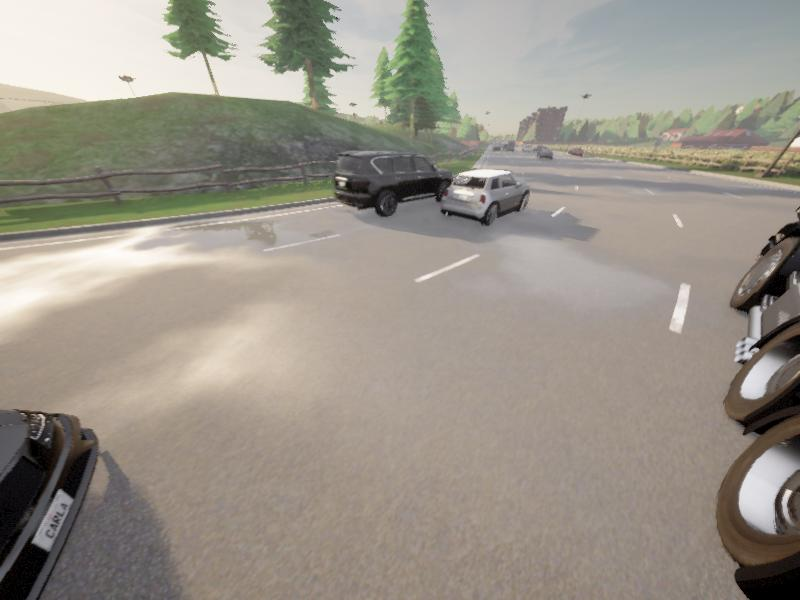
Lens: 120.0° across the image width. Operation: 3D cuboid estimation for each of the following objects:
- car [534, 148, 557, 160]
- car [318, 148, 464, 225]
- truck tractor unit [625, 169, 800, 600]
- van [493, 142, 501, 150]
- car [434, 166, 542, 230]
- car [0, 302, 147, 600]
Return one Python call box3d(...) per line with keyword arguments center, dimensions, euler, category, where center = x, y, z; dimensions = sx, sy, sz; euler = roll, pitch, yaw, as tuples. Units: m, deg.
box3d(center=(23.962, -24.191, 38.229), dimensions=(2.033, 1.411, 5.357), euler=(11, 36, 15), category="car")
box3d(center=(-0.045, -4.905, 9.437), dimensions=(5.566, 2.045, 2.150), euler=(-28, 44, -34), category="car")
box3d(center=(4.943, -0.436, 1.000), dimensions=(6.516, 4.208, 3.053), euler=(-25, 42, -31), category="truck tractor unit")
box3d(center=(35.149, -56.098, 83.900), dimensions=(2.351, 2.431, 6.366), euler=(11, 36, 15), category="van")
box3d(center=(3.295, -3.973, 8.592), dimensions=(3.806, 1.475, 1.970), euler=(-29, 44, -36), category="car")
box3d(center=(-3.876, 1.651, 0.364), dimensions=(4.193, 1.474, 1.816), euler=(-18, 39, -24), category="car")
